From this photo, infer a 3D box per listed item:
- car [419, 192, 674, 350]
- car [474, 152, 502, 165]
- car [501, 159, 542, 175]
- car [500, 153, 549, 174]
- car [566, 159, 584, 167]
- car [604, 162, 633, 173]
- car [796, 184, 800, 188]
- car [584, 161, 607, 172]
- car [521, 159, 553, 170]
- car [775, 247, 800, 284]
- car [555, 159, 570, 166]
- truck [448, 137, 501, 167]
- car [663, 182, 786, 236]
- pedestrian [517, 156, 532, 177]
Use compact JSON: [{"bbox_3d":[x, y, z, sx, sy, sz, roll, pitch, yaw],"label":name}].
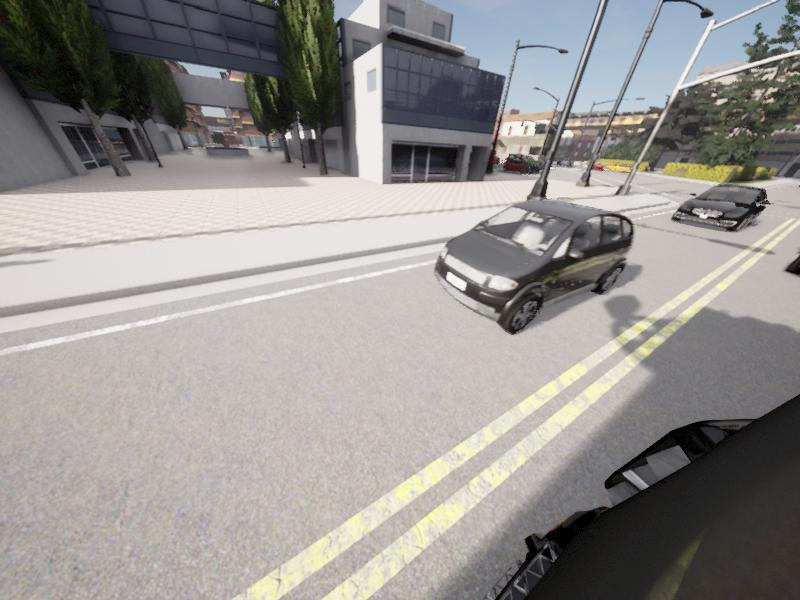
[{"bbox_3d":[2.439,-0.857,4.071,3.705,1.549,1.789,-15,38,-26],"label":"car"},{"bbox_3d":[17.081,-27.619,45.085,2.097,1.767,4.553,-16,39,-26],"label":"car"},{"bbox_3d":[15.607,-17.322,29.996,1.816,1.474,4.193,-16,38,-26],"label":"car"},{"bbox_3d":[17.577,-19.518,32.934,2.150,2.045,5.566,-16,38,-26],"label":"car"},{"bbox_3d":[48.144,-37.706,63.645,2.152,1.651,5.027,10,34,11],"label":"car"},{"bbox_3d":[42.397,-25.820,45.002,1.801,1.575,5.366,10,34,11],"label":"car"},{"bbox_3d":[56.357,-15.919,31.147,5.027,1.651,2.152,-16,38,-26],"label":"car"},{"bbox_3d":[38.997,-26.699,46.148,1.970,1.475,3.806,11,34,12],"label":"car"},{"bbox_3d":[24.219,-24.119,40.997,1.994,1.385,4.181,-16,38,-26],"label":"car"},{"bbox_3d":[11.591,-1.240,5.282,4.611,1.667,2.242,-16,38,-26],"label":"car"},{"bbox_3d":[44.378,-37.577,63.020,1.970,1.475,3.806,10,34,11],"label":"car"},{"bbox_3d":[12.439,-25.483,39.719,2.891,3.827,8.468,-16,39,-26],"label":"truck"},{"bbox_3d":[13.753,-3.995,9.781,4.892,1.490,1.837,-15,38,-26],"label":"car"},{"bbox_3d":[12.876,-13.833,23.915,0.751,1.860,0.751,23,38,27],"label":"pedestrian"}]
